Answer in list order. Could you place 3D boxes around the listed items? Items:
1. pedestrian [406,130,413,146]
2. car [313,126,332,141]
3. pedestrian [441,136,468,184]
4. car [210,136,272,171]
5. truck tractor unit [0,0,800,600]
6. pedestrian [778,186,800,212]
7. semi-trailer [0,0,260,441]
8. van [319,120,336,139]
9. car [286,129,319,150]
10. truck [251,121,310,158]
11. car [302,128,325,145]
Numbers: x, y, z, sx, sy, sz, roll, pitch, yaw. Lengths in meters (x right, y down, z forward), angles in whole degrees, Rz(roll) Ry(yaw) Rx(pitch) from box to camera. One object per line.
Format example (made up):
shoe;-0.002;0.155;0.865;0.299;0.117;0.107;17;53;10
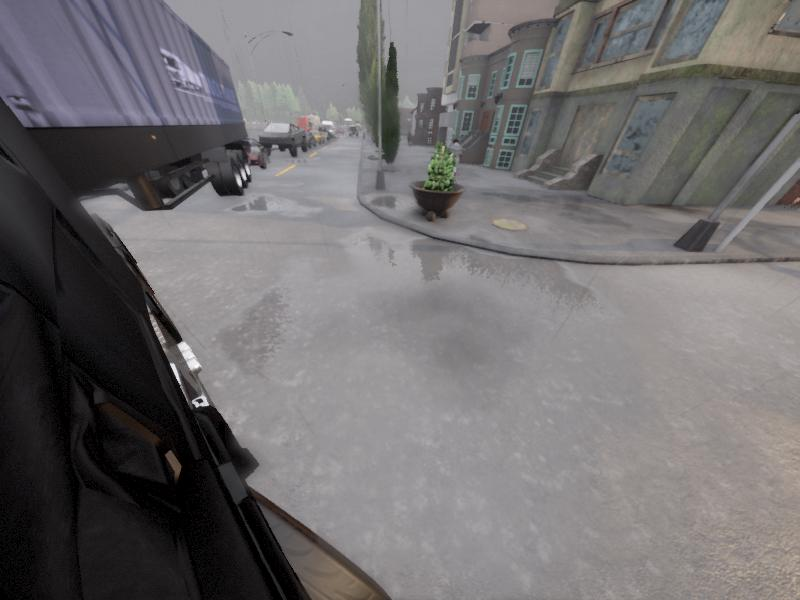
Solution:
pedestrian;1.263;-22.411;31.971;0.751;1.860;0.751;-5;37;-10
car;-12.232;-26.480;36.663;1.932;1.855;4.605;-2;37;-7
pedestrian;2.528;-6.638;10.973;0.751;1.860;0.751;-3;37;-8
car;-8.982;-8.626;13.468;1.994;1.385;4.181;-10;38;-17
truck tractor unit;-2.645;-0.295;0.351;6.516;4.208;3.053;28;44;30
pedestrian;16.188;-4.152;9.195;0.500;1.100;0.500;0;37;-3
semi-trailer;-6.265;-4.580;5.668;2.717;4.402;14.254;-11;39;-18
van;-13.164;-31.255;42.431;1.988;2.561;5.915;-2;37;-7
car;-10.385;-17.430;24.998;2.128;1.511;4.902;-2;37;-7
truck;-9.466;-13.313;19.068;2.390;2.098;6.274;-2;37;-7
car;-11.254;-21.642;30.512;1.801;1.575;5.366;-2;37;-7
